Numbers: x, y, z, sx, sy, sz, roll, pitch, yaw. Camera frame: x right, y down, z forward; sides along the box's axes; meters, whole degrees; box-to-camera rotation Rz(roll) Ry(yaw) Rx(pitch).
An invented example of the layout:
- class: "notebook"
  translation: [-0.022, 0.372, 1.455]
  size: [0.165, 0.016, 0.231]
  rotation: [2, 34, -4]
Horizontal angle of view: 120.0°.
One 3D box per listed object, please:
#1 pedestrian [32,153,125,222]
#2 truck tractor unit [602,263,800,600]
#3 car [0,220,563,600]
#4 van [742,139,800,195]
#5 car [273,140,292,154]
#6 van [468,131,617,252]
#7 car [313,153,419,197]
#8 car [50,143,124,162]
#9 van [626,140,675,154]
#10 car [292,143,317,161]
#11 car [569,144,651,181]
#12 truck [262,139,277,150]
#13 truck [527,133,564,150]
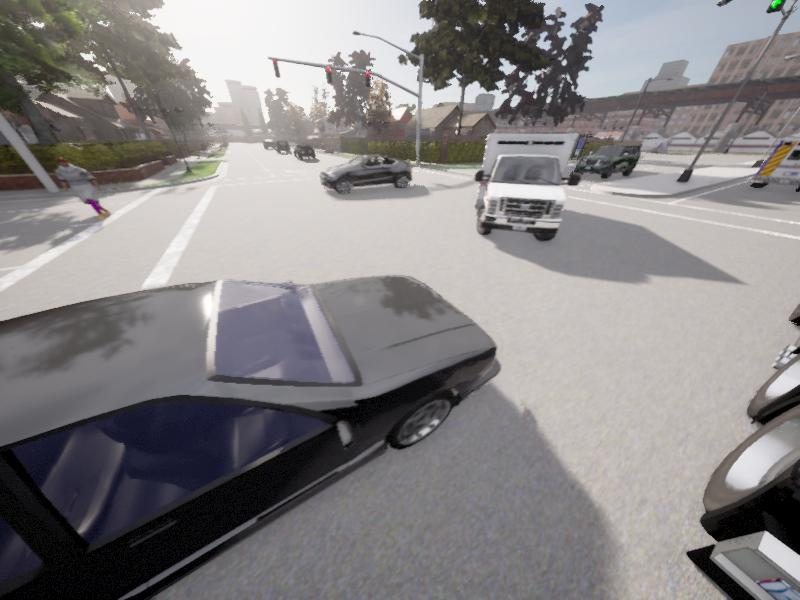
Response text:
- class: "pedestrian"
  translation: [-10.079, -3.566, 7.372]
  size: [0.751, 1.860, 0.751]
  rotation: [-15, 38, -21]
- class: "truck tractor unit"
  translation: [5.108, -0.303, 0.787]
  size: [6.516, 4.208, 3.053]
  rotation: [-18, 39, -24]
- class: "car"
  translation: [-1.655, 0.760, 1.679]
  size: [5.357, 1.411, 2.033]
  rotation: [-18, 39, -24]
- class: "van"
  translation: [23.504, -7.873, 13.416]
  size: [6.366, 2.431, 2.351]
  rotation: [-18, 39, -24]
- class: "car"
  translation: [-22.636, -29.446, 44.348]
  size: [2.150, 2.045, 5.566]
  rotation: [-18, 39, -25]
- class: "van"
  translation: [3.921, -4.120, 7.841]
  size: [2.351, 2.431, 6.366]
  rotation: [10, 36, 14]
- class: "car"
  translation: [-1.722, -6.899, 12.492]
  size: [5.027, 1.651, 2.152]
  rotation: [-18, 39, -24]
- class: "car"
  translation: [-31.229, -14.926, 23.293]
  size: [3.806, 1.475, 1.970]
  rotation: [-18, 39, -24]
- class: "van"
  translation: [54.146, -33.215, 50.121]
  size: [2.351, 2.431, 6.366]
  rotation: [-18, 39, -24]
- class: "car"
  translation: [-12.672, -19.675, 30.536]
  size: [1.932, 1.855, 4.605]
  rotation: [-18, 39, -25]
- class: "car"
  translation: [15.824, -10.492, 17.445]
  size: [5.566, 2.045, 2.150]
  rotation: [-18, 39, -24]
- class: "truck"
  translation: [-33.778, -40.324, 59.803]
  size: [2.390, 2.098, 6.274]
  rotation: [-18, 39, -25]
- class: "truck"
  translation: [43.917, -48.131, 70.043]
  size: [2.891, 3.827, 8.468]
  rotation: [-18, 40, -24]
